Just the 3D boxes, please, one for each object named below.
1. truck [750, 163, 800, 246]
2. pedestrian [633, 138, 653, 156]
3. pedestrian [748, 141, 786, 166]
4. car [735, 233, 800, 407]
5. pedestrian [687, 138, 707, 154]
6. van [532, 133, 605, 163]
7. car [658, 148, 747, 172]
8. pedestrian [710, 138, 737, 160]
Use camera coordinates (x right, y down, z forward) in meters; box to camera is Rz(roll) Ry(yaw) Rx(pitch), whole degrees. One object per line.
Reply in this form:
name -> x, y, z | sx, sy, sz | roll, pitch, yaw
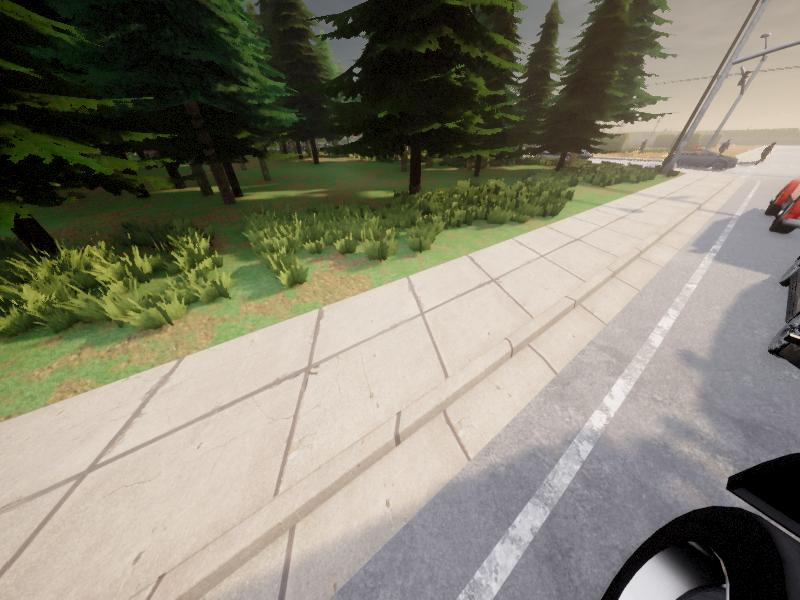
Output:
truck -> 12.430, -3.014, 5.961 | 5.204, 2.467, 2.627 | -23, 41, -28
pedestrian -> 30.840, -19.423, 29.356 | 0.751, 1.860, 0.751 | -3, 35, -4
pedestrian -> 32.597, -13.046, 20.569 | 0.751, 1.860, 0.751 | 16, 38, 22
car -> 6.440, -0.039, 2.634 | 4.902, 1.511, 2.128 | -22, 41, -28
pedestrian -> 41.032, -21.289, 31.938 | 0.751, 1.860, 0.751 | 22, 41, 28
van -> 18.645, -17.190, 26.032 | 1.988, 2.561, 5.915 | -22, 40, -28
car -> 24.905, -11.688, 19.191 | 1.994, 1.385, 4.181 | -25, 42, -30
pedestrian -> 33.564, -15.658, 24.001 | 0.751, 1.860, 0.751 | 22, 41, 28
